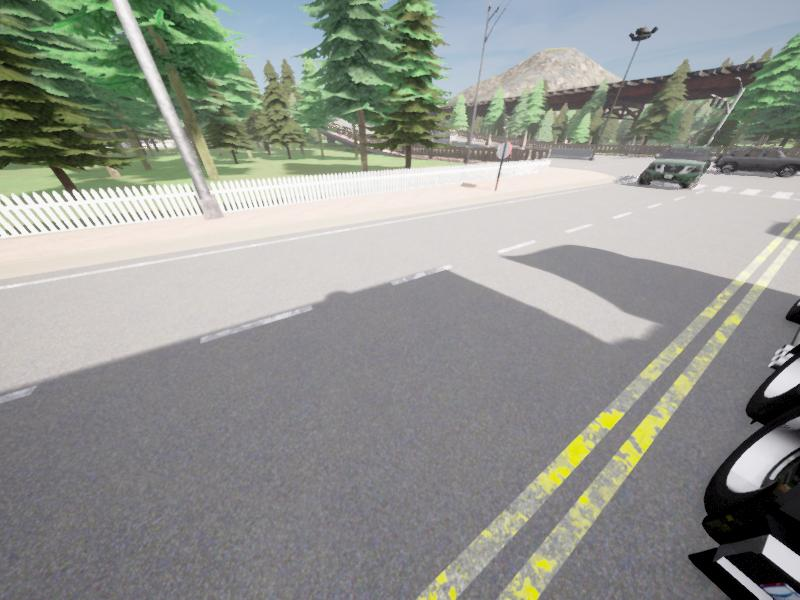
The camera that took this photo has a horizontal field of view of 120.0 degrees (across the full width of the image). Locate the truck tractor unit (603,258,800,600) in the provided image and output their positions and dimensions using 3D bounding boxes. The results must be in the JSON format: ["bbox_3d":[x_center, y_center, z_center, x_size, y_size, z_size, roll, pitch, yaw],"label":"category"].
[{"bbox_3d":[5.104,-0.306,0.804,6.516,4.208,3.053,-18,39,-25],"label":"truck tractor unit"}]

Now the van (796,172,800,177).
[{"bbox_3d":[33.525,-9.622,15.791,1.988,2.561,5.915,-20,40,-26],"label":"van"}]

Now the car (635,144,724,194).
[{"bbox_3d":[16.559,-7.907,13.652,5.566,2.045,2.150,-25,43,-31],"label":"car"}]

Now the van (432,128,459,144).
[{"bbox_3d":[10.712,-39.187,55.103,2.351,2.431,6.366,-20,47,-26],"label":"van"}]

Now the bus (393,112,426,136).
[{"bbox_3d":[2.365,-49.056,64.172,3.944,4.253,10.273,-20,47,-26],"label":"bus"}]

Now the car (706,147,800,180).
[{"bbox_3d":[27.940,-10.666,17.830,1.932,1.855,4.605,-20,39,-26],"label":"car"}]
